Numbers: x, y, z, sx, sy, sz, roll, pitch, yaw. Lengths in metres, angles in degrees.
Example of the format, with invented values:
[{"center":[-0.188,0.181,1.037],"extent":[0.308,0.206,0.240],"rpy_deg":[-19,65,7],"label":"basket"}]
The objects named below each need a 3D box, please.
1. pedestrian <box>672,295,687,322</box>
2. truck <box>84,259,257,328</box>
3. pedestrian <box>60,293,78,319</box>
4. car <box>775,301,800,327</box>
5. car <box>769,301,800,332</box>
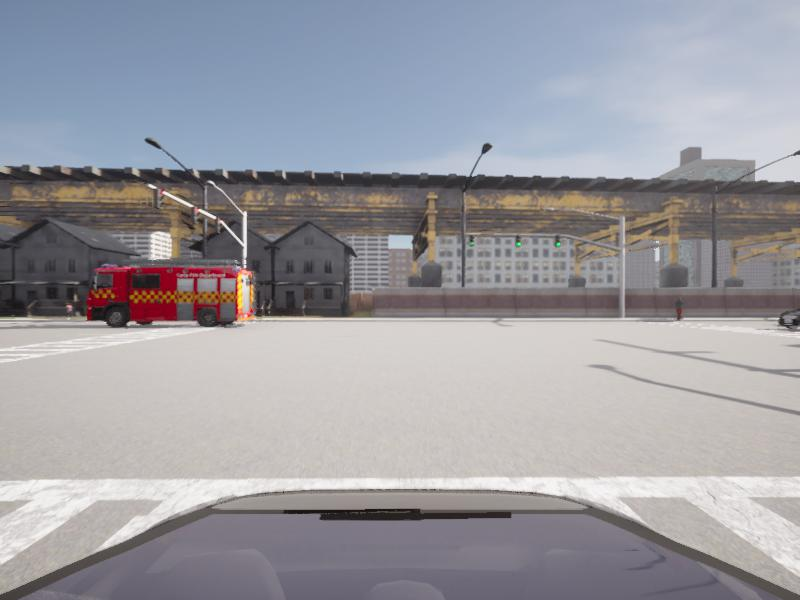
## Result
[{"center":[19.497,0.608,27.917],"extent":[0.751,1.860,0.751],"rpy_deg":[0,0,28],"label":"pedestrian"},{"center":[-13.110,-0.352,23.436],"extent":[8.468,3.827,2.891],"rpy_deg":[0,0,-1],"label":"truck"},{"center":[-24.686,0.445,29.864],"extent":[0.751,1.860,0.751],"rpy_deg":[0,0,8],"label":"pedestrian"},{"center":[25.888,0.817,24.130],"extent":[4.892,1.490,1.837],"rpy_deg":[-1,0,-1],"label":"car"},{"center":[22.339,0.816,20.534],"extent":[4.902,1.511,2.128],"rpy_deg":[0,0,-1],"label":"car"}]
